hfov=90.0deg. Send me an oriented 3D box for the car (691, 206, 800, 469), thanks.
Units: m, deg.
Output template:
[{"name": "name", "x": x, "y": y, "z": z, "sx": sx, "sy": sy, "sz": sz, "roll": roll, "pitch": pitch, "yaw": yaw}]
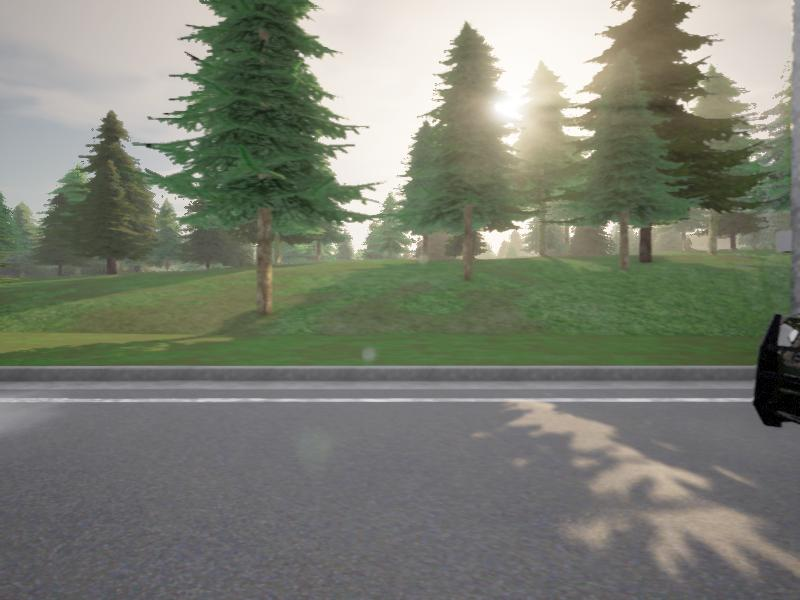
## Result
[{"name": "car", "x": 4.836, "y": 0.227, "z": 2.201, "sx": 4.974, "sy": 1.542, "sz": 2.038, "roll": 0, "pitch": 0, "yaw": 0}]
